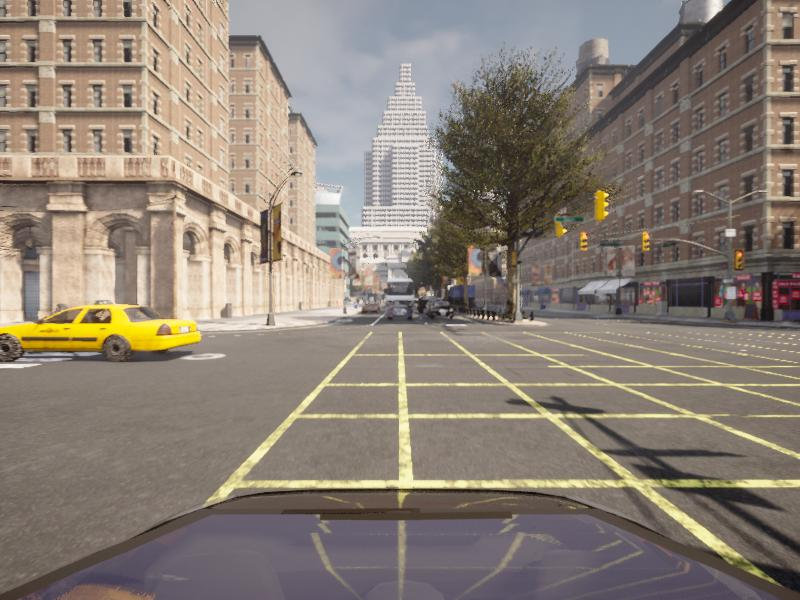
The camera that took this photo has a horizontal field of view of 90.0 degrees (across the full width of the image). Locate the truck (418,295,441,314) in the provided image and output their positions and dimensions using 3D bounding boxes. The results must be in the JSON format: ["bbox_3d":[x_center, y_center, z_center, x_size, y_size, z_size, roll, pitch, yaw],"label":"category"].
[{"bbox_3d":[3.506,0.521,48.468,2.390,2.098,6.274,0,0,0],"label":"truck"}]

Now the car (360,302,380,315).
[{"bbox_3d":[-3.244,0.919,44.593,1.895,1.301,4.718,0,0,0],"label":"car"}]

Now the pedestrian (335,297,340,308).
[{"bbox_3d":[-10.771,0.456,68.869,0.751,1.860,0.751,0,0,6],"label":"pedestrian"}]

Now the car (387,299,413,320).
[{"bbox_3d":[0.002,0.763,33.647,2.033,1.649,4.856,0,0,0],"label":"car"}]

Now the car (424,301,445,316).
[{"bbox_3d":[3.504,0.809,41.349,1.845,1.501,3.633,0,0,0],"label":"car"}]

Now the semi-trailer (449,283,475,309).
[{"bbox_3d":[11.509,-0.649,75.419,2.717,4.402,14.254,0,0,0],"label":"semi-trailer"}]

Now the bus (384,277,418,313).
[{"bbox_3d":[0.137,-0.554,51.158,3.944,4.253,10.273,0,0,0],"label":"bus"}]

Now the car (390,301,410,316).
[{"bbox_3d":[0.004,0.827,40.777,1.837,1.490,4.892,0,0,0],"label":"car"}]

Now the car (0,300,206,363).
[{"bbox_3d":[-8.442,0.796,11.014,5.366,1.575,1.801,0,0,3],"label":"car"}]

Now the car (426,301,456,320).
[{"bbox_3d":[3.505,0.821,34.811,2.128,1.511,4.902,0,0,0],"label":"car"}]
